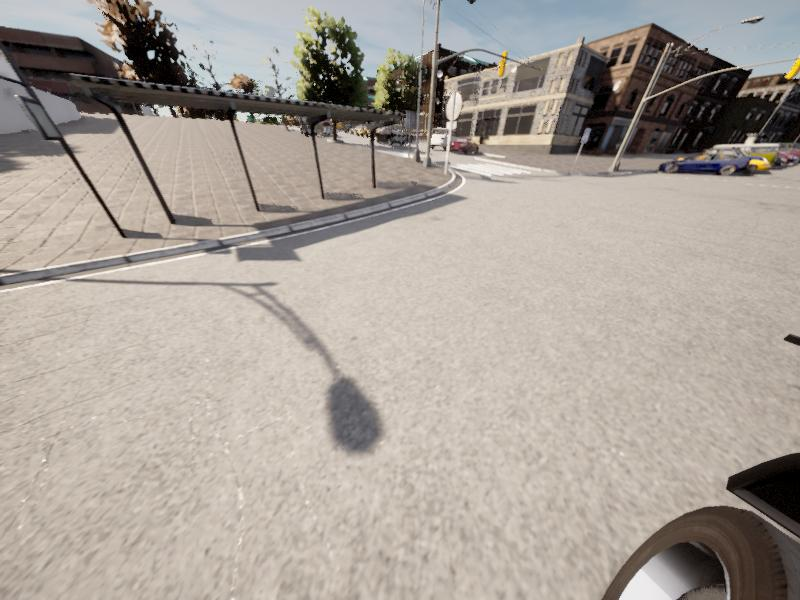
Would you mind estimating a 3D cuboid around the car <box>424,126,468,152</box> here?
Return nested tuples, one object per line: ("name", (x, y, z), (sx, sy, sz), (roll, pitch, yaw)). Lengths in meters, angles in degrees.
("car", (5.329, -18.405, 26.544), (2.435, 2.045, 5.566), (26, 41, 25))

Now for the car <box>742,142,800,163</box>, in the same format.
("car", (48.111, -18.373, 28.781), (5.566, 2.045, 2.435), (26, 42, 35))

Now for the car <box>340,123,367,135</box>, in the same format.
("car", (-8.415, -31.022, 41.927), (2.002, 1.452, 4.674), (26, 41, 25))

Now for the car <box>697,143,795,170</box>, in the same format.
("car", (32.148, -13.507, 21.785), (4.442, 1.987, 1.878), (25, 41, 34))

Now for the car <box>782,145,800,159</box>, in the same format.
("car", (61.684, -22.029, 34.278), (4.553, 1.767, 2.185), (28, 43, 36))

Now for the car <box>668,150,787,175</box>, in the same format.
("car", (26.931, -11.622, 19.442), (5.366, 1.575, 1.946), (24, 41, 33))

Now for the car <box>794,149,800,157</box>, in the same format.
("car", (69.762, -24.168, 37.582), (1.946, 1.575, 5.366), (-29, 42, -35))

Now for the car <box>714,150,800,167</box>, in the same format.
("car", (37.371, -14.961, 24.361), (4.674, 1.452, 2.002), (25, 42, 34))

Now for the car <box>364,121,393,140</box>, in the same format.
("car", (-3.307, -26.356, 35.977), (1.878, 1.987, 4.442), (27, 41, 25))

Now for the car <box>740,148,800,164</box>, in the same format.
("car", (45.397, -17.354, 27.822), (4.674, 1.452, 2.002), (26, 42, 35))

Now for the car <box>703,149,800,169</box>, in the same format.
("car", (34.709, -14.184, 23.169), (4.892, 1.521, 2.231), (25, 41, 34))

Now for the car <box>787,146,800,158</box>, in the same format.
("car", (64.417, -22.657, 35.404), (2.231, 1.521, 4.892), (-29, 43, -36))

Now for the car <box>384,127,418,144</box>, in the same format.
("car", (0.158, -23.010, 32.381), (2.231, 1.521, 4.892), (26, 41, 25))

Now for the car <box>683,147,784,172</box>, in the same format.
("car", (29.396, -12.642, 20.714), (4.553, 1.767, 2.185), (25, 41, 33))

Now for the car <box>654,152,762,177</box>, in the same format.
("car", (24.114, -10.903, 18.482), (4.792, 1.488, 2.163), (24, 41, 33))

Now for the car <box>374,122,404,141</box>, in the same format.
("car", (-1.591, -24.745, 34.071), (1.878, 1.987, 4.442), (27, 41, 25))

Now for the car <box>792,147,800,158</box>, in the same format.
("car", (67.150, -23.389, 36.457), (2.097, 1.535, 5.008), (-29, 42, -36))

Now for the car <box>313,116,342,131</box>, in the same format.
("car", (-15.322, -37.637, 49.293), (2.435, 2.045, 5.566), (26, 41, 24))

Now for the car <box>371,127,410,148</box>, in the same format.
("car", (-1.230, -18.721, 26.607), (2.128, 1.511, 4.902), (-20, 44, -29))

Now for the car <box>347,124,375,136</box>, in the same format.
("car", (-6.685, -29.416, 40.029), (2.002, 1.452, 4.674), (26, 41, 25))

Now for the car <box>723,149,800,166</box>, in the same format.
("car", (40.039, -15.771, 25.534), (4.674, 1.452, 2.002), (26, 41, 34))

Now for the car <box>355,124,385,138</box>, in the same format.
("car", (-4.866, -27.925, 38.223), (1.946, 1.575, 5.366), (26, 41, 25))

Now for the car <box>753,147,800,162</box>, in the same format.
("car", (50.790, -18.945, 30.051), (5.008, 1.535, 2.097), (27, 42, 35))

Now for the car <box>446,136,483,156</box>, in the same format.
("car", (7.009, -16.554, 24.800), (2.002, 1.452, 4.674), (26, 41, 25))

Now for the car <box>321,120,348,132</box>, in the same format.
("car", (-13.482, -35.939, 47.702), (1.946, 1.575, 5.366), (26, 41, 25))

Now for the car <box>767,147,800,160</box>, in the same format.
("car", (56.216, -20.453, 32.226), (5.008, 1.535, 2.097), (27, 43, 36))

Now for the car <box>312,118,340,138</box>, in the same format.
("car", (-10.033, -23.222, 31.156), (1.932, 1.855, 4.605), (-20, 44, -30))
